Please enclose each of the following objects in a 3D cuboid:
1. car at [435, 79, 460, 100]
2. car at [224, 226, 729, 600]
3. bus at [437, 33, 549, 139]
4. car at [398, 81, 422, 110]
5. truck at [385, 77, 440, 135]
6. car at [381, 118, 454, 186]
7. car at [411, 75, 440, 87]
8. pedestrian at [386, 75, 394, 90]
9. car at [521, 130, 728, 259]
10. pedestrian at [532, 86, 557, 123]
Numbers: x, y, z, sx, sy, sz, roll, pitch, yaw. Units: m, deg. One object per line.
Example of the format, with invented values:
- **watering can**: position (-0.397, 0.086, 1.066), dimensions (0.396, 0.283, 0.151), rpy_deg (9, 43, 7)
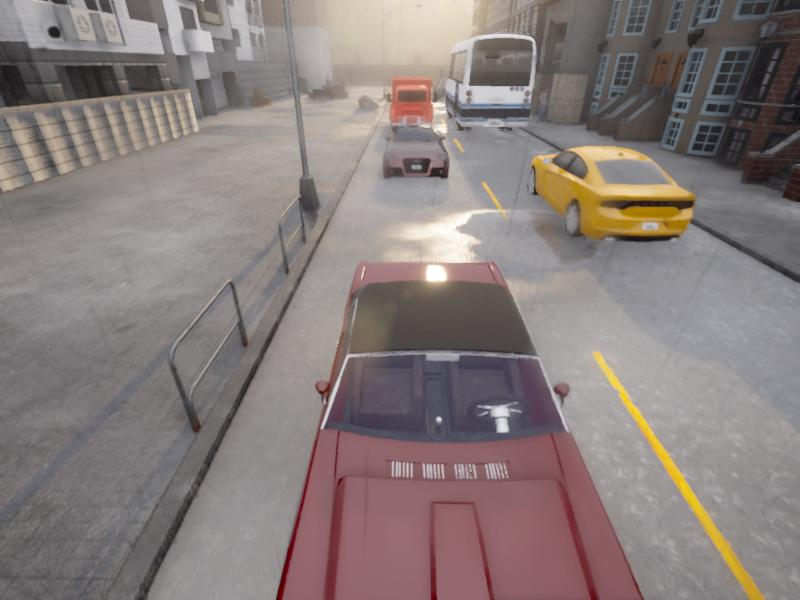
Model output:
- **car**: position (4.954, -22.274, 42.267), dimensions (2.097, 1.767, 4.553), rpy_deg (0, 30, 1)
- **car**: position (0.313, 0.827, 3.298), dimensions (1.895, 1.301, 4.718), rpy_deg (0, 30, 1)
- **bus**: position (4.508, -12.189, 22.614), dimensions (3.944, 4.253, 10.273), rpy_deg (1, 31, 1)
- **car**: position (0.805, -16.885, 32.964), dimensions (1.905, 1.878, 3.866), rpy_deg (0, 30, 1)
- **truck**: position (0.634, -10.691, 21.808), dimensions (2.627, 2.467, 5.204), rpy_deg (0, 30, 1)
- **car**: position (0.483, -4.994, 13.170), dimensions (1.994, 1.385, 4.181), rpy_deg (0, 30, 0)
- **car**: position (4.105, -35.598, 65.030), dimensions (4.553, 1.767, 2.097), rpy_deg (0, 30, 1)
- **pedestrian**: position (-1.392, -30.203, 55.490), dimensions (0.751, 1.860, 0.751), rpy_deg (16, 34, 26)
- **car**: position (4.414, -2.675, 9.041), dimensions (1.882, 1.535, 5.008), rpy_deg (0, 30, 1)
- **pedestrian**: position (8.439, -11.431, 23.429), dimensions (0.751, 1.860, 0.751), rpy_deg (-12, 32, -20)
